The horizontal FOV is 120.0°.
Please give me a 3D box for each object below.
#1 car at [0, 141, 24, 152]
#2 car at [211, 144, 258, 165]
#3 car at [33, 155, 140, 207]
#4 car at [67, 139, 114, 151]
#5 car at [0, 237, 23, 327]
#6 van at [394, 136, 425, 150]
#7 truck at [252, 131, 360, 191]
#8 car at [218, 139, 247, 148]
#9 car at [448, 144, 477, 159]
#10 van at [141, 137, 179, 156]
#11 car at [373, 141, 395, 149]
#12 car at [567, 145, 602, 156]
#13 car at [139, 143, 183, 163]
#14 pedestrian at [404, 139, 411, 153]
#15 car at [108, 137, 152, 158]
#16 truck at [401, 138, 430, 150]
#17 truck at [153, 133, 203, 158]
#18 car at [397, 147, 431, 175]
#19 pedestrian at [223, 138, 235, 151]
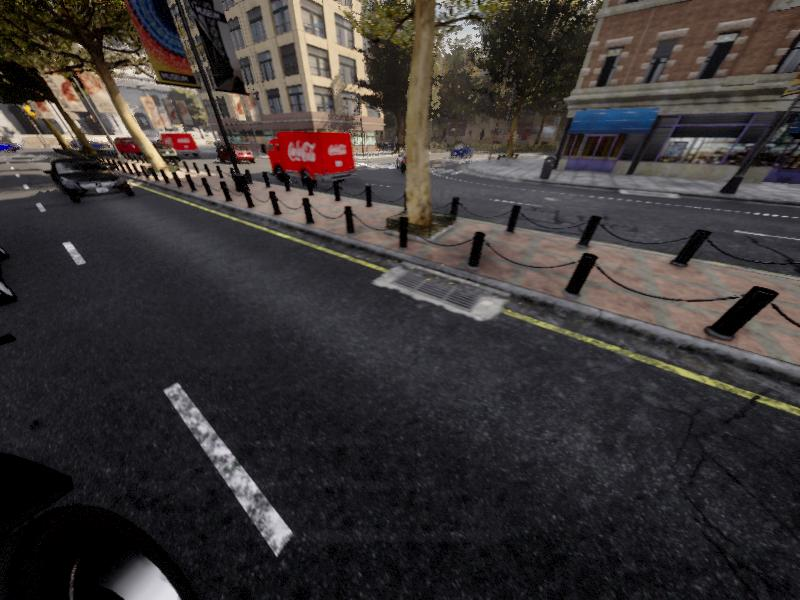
[{"bbox_3d":[-62.702,-23.851,35.886,1.816,1.474,4.193,22,41,28],"label":"car"},{"bbox_3d":[-16.623,-14.713,23.237,3.988,1.617,1.851,19,39,25],"label":"car"},{"bbox_3d":[-13.783,-5.368,10.146,4.674,1.442,1.812,22,41,28],"label":"car"},{"bbox_3d":[-56.949,-28.655,42.614,2.033,1.649,4.856,22,41,28],"label":"car"},{"bbox_3d":[-8.099,-0.675,3.500,4.892,1.490,1.837,22,40,28],"label":"car"},{"bbox_3d":[2.085,-34.042,50.121,6.366,2.431,2.351,22,40,27],"label":"van"},{"bbox_3d":[-5.206,-7.965,13.019,5.204,2.467,2.627,22,40,27],"label":"truck"},{"bbox_3d":[-40.925,-38.323,56.484,1.930,1.638,5.238,22,41,28],"label":"car"},{"bbox_3d":[8.360,-19.830,30.788,1.882,1.535,5.008,21,40,27],"label":"car"},{"bbox_3d":[-34.040,-21.817,32.780,4.480,2.038,2.069,22,41,28],"label":"van"},{"bbox_3d":[-3.689,-35.979,53.612,4.902,1.511,2.128,22,40,27],"label":"car"},{"bbox_3d":[30.396,-24.706,38.054,4.181,1.385,1.994,23,41,29],"label":"car"},{"bbox_3d":[-25.416,-15.728,24.597,3.988,1.617,1.851,22,40,28],"label":"car"},{"bbox_3d":[1.241,-25.302,37.900,0.751,1.860,0.751,-27,44,-33],"label":"pedestrian"},{"bbox_3d":[-34.732,-19.632,29.670,5.566,2.045,2.150,23,41,29],"label":"car"},{"bbox_3d":[3.428,-35.836,52.960,6.274,2.098,2.390,22,40,28],"label":"truck"},{"bbox_3d":[-28.184,-19.649,29.363,5.204,2.467,2.627,21,40,28],"label":"truck"},{"bbox_3d":[0.922,-11.303,18.641,2.038,1.542,4.974,-2,36,-4],"label":"car"},{"bbox_3d":[-29.499,-26.880,39.856,0.751,1.860,0.751,19,39,24],"label":"pedestrian"}]
